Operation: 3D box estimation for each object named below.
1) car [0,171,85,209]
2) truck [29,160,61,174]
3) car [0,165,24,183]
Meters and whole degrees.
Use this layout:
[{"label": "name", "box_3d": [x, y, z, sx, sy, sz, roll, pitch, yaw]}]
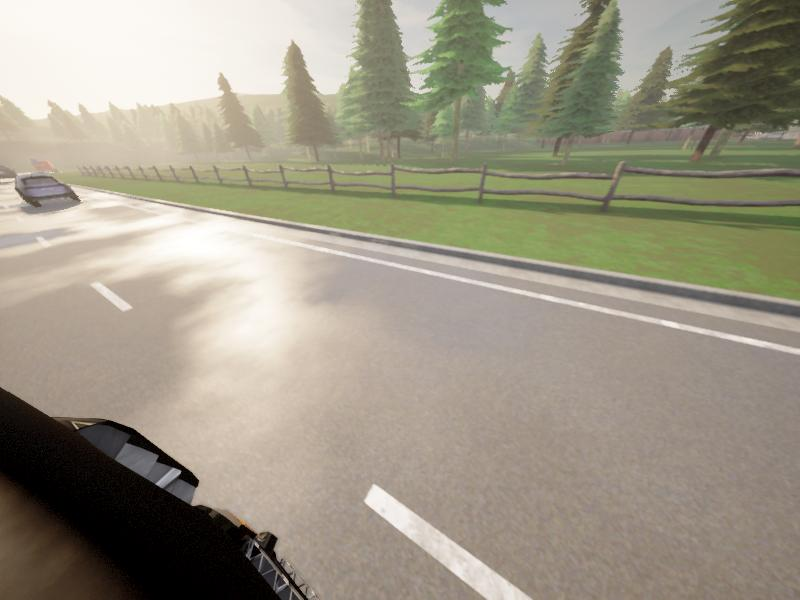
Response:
[{"label": "car", "box_3d": [-22.664, -7.079, 14.642, 4.856, 1.649, 2.033, 17, 39, 27]}, {"label": "truck", "box_3d": [-81.277, -30.444, 52.953, 5.204, 2.467, 2.627, 26, 43, 36]}, {"label": "car", "box_3d": [-57.399, -18.272, 33.480, 5.566, 2.045, 2.150, 18, 39, 28]}]
